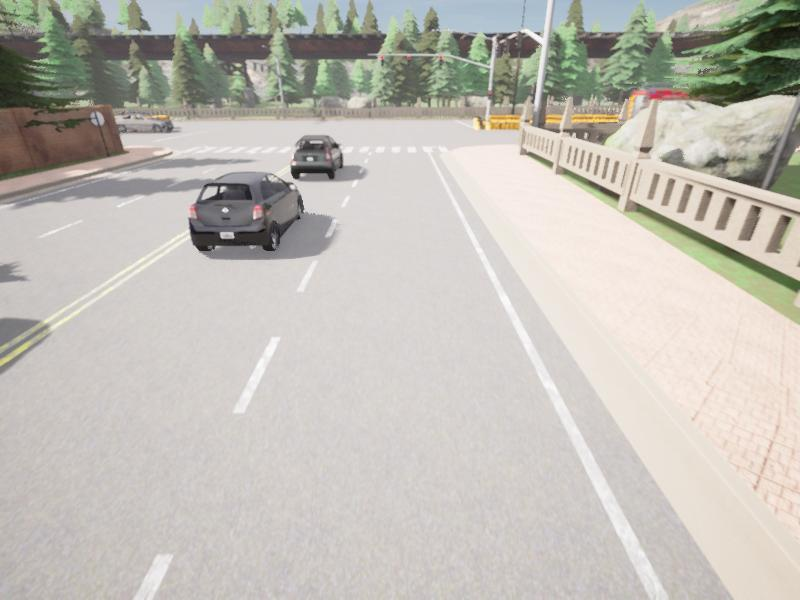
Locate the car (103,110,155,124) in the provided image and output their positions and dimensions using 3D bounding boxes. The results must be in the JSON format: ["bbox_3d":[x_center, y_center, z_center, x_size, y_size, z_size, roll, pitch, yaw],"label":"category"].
[{"bbox_3d":[-33.814,-22.861,49.999,4.892,1.490,1.837,0,27,0],"label":"car"}]

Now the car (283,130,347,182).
[{"bbox_3d":[-3.509,-6.318,17.308,1.851,1.617,3.988,0,27,0],"label":"car"}]

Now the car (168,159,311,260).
[{"bbox_3d":[-3.502,-2.333,9.589,1.845,1.501,3.633,0,27,0],"label":"car"}]

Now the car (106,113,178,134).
[{"bbox_3d":[-24.058,-16.558,37.459,5.027,1.651,2.152,0,27,0],"label":"car"}]

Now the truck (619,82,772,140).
[{"bbox_3d":[22.129,-14.385,30.519,8.468,3.827,2.891,0,27,0],"label":"truck"}]

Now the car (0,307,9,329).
[{"bbox_3d":[-6.994,0.766,3.438,2.152,1.651,5.027,0,27,0],"label":"car"}]
